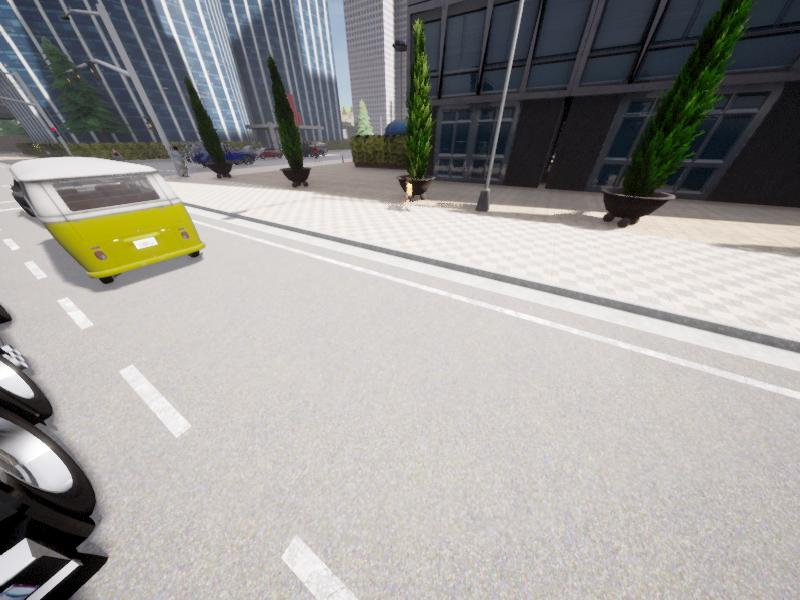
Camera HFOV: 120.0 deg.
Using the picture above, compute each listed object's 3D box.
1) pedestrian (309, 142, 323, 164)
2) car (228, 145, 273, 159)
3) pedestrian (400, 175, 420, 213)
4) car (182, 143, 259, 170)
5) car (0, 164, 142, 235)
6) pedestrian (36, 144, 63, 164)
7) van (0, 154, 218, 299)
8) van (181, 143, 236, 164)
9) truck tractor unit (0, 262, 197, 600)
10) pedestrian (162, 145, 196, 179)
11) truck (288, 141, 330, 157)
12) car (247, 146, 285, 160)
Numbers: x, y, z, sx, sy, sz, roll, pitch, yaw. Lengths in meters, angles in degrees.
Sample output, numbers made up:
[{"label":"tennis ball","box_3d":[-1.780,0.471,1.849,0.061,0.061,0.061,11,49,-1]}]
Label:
[{"label":"pedestrian","box_3d":[-8.712,-15.286,24.069,0.751,1.860,0.751,23,41,30]},{"label":"car","box_3d":[-22.387,-22.378,34.868,2.152,1.651,5.027,18,39,24]},{"label":"pedestrian","box_3d":[0.332,-3.689,8.018,0.500,1.100,0.500,16,38,22]},{"label":"car","box_3d":[-18.007,-14.815,23.607,2.150,2.045,5.566,18,39,24]},{"label":"car","box_3d":[-11.690,-3.685,8.037,4.514,1.525,2.007,18,39,24]},{"label":"pedestrian","box_3d":[-38.153,-15.914,25.188,0.751,1.860,0.751,-26,42,-32]},{"label":"van","box_3d":[-6.492,-1.954,5.111,4.442,1.987,1.775,21,40,27]},{"label":"van","box_3d":[-23.028,-17.824,28.017,1.775,1.987,4.442,18,39,24]},{"label":"truck tractor unit","box_3d":[-5.108,-0.303,0.783,6.516,4.208,3.053,18,39,24]},{"label":"pedestrian","box_3d":[-14.417,-9.039,15.143,0.751,1.860,0.751,20,40,26]},{"label":"truck","box_3d":[-15.233,-25.762,39.256,2.390,2.098,6.274,18,39,24]},{"label":"car","box_3d":[-19.334,-21.349,33.496,1.816,1.474,4.193,18,39,24]}]
